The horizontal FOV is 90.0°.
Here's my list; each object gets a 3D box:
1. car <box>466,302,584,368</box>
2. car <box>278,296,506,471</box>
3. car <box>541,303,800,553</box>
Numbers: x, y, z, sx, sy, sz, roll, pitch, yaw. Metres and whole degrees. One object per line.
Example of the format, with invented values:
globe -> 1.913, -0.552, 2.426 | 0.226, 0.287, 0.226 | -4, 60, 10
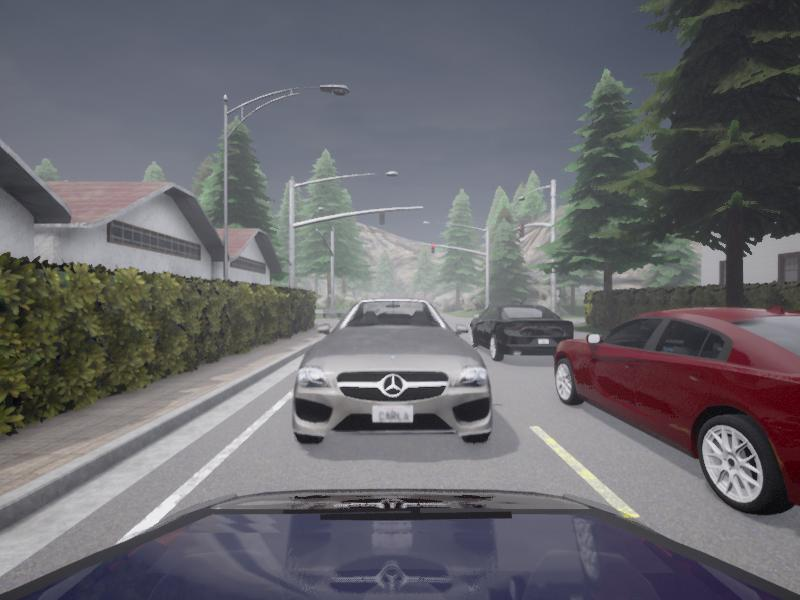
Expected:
car -> 3.346, 0.823, 11.870 | 1.882, 1.535, 5.008 | 0, 0, -1
car -> -0.107, 0.780, 6.288 | 2.152, 1.651, 5.027 | 0, 0, -1
car -> 3.434, 0.823, 4.488 | 1.882, 1.535, 5.008 | 0, 0, -1
